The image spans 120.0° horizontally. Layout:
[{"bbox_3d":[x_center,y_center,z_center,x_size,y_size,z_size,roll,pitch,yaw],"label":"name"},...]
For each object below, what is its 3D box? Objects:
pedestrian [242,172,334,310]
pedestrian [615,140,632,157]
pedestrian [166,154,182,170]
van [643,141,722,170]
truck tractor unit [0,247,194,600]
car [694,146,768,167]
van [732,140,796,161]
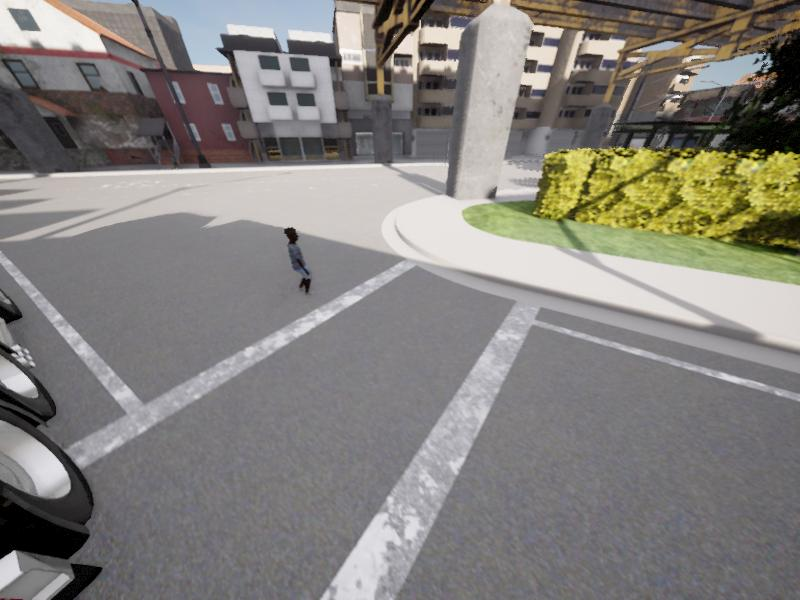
[{"bbox_3d":[-1.662,-0.885,3.613,0.751,1.860,0.751,-17,38,-22],"label":"pedestrian"},{"bbox_3d":[30.294,-20.513,31.312,0.751,1.860,0.751,-9,36,-12],"label":"pedestrian"},{"bbox_3d":[-19.762,-12.073,20.215,0.500,1.100,0.500,-11,36,-15],"label":"pedestrian"},{"bbox_3d":[25.422,-13.156,20.927,4.480,2.038,2.069,-9,36,-12],"label":"van"},{"bbox_3d":[-5.088,-0.319,0.829,6.516,4.208,3.053,19,39,26],"label":"truck tractor unit"},{"bbox_3d":[32.277,-14.067,22.588,5.366,1.575,1.801,-9,36,-12],"label":"car"},{"bbox_3d":[44.202,-18.246,28.103,4.480,2.038,2.069,-9,36,-13],"label":"van"}]
